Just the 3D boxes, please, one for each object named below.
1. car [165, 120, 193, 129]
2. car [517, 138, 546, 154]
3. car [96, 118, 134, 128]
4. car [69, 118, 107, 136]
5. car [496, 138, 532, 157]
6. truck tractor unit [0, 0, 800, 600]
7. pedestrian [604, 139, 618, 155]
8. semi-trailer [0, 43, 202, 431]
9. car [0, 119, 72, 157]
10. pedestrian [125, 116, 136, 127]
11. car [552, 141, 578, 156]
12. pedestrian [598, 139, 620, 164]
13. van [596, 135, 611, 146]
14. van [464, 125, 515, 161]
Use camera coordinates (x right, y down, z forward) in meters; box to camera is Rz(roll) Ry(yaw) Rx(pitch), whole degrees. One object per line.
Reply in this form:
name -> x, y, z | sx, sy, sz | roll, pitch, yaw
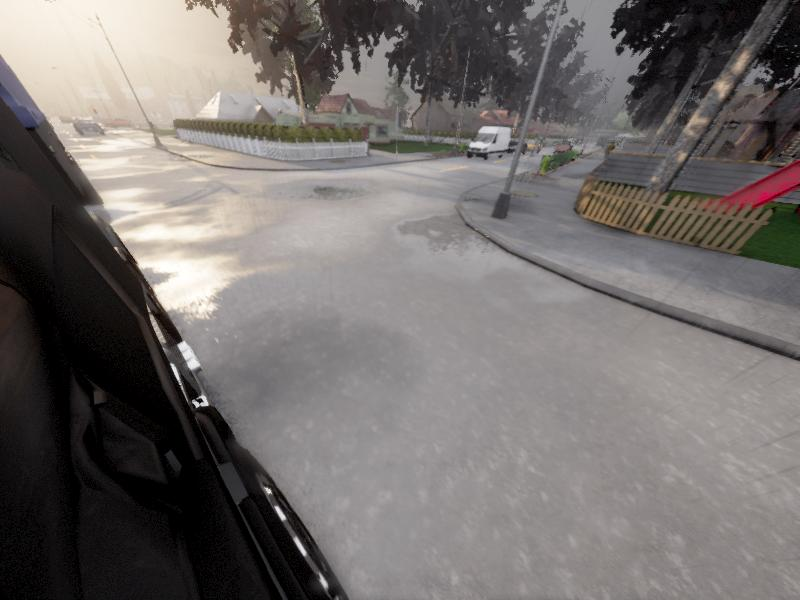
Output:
car -> -52.620, -41.795, 55.102 | 1.816, 1.474, 4.193 | 28, 44, 30
car -> 18.263, -21.436, 32.094 | 1.801, 1.575, 5.366 | 28, 44, 30
car -> -59.347, -36.936, 48.156 | 2.007, 1.525, 4.514 | 24, 42, 26
car -> -39.726, -22.073, 29.396 | 5.027, 1.651, 2.152 | 28, 44, 30
car -> 13.660, -18.288, 27.572 | 2.152, 1.651, 5.027 | 28, 44, 30
truck tractor unit -> -2.645, -0.295, 0.351 | 6.516, 4.208, 3.053 | 28, 44, 30
pedestrian -> 30.152, -21.910, 32.999 | 0.751, 1.860, 0.751 | 23, 42, 26
semi-trailer -> -8.702, -3.594, 4.236 | 14.254, 4.402, 2.717 | 28, 44, 30
car -> -23.422, -10.283, 14.582 | 4.611, 1.667, 2.242 | 26, 42, 27
pedestrian -> -59.407, -39.362, 50.887 | 0.751, 1.860, 0.751 | -15, 40, -22
car -> 21.987, -20.242, 30.763 | 1.845, 1.501, 3.633 | 28, 43, 30
pedestrian -> 19.652, -13.959, 21.735 | 0.751, 1.860, 0.751 | 28, 44, 30
van -> 57.295, -44.890, 64.976 | 1.988, 2.561, 5.915 | 28, 44, 30
van -> 8.756, -15.278, 22.495 | 1.988, 2.561, 5.915 | 28, 44, 30
